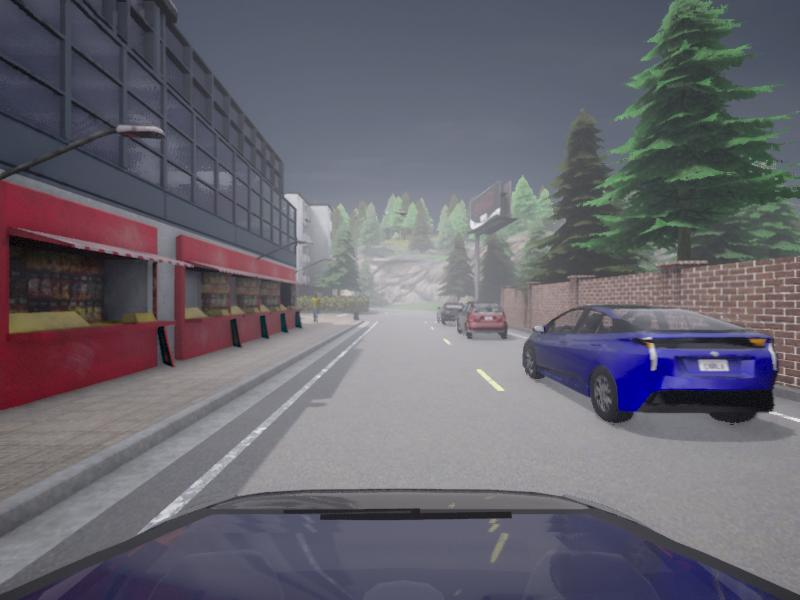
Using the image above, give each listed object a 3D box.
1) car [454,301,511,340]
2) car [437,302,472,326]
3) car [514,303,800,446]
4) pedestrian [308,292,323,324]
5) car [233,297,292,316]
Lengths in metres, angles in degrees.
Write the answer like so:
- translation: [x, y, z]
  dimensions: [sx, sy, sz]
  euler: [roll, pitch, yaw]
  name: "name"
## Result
- translation: [3.569, 0.832, 17.887]
  dimensions: [1.789, 1.549, 3.705]
  euler: [0, 0, 0]
  name: "car"
- translation: [3.602, 0.892, 27.244]
  dimensions: [1.812, 1.442, 4.674]
  euler: [0, 0, 0]
  name: "car"
- translation: [3.532, 0.835, 6.625]
  dimensions: [2.007, 1.525, 4.514]
  euler: [0, 0, 0]
  name: "car"
- translation: [-4.976, 0.486, 23.602]
  dimensions: [0.751, 1.860, 0.751]
  euler: [0, 0, -2]
  name: "pedestrian"
- translation: [-12.348, 0.610, 36.198]
  dimensions: [4.611, 1.667, 2.242]
  euler: [0, 0, -2]
  name: "car"
